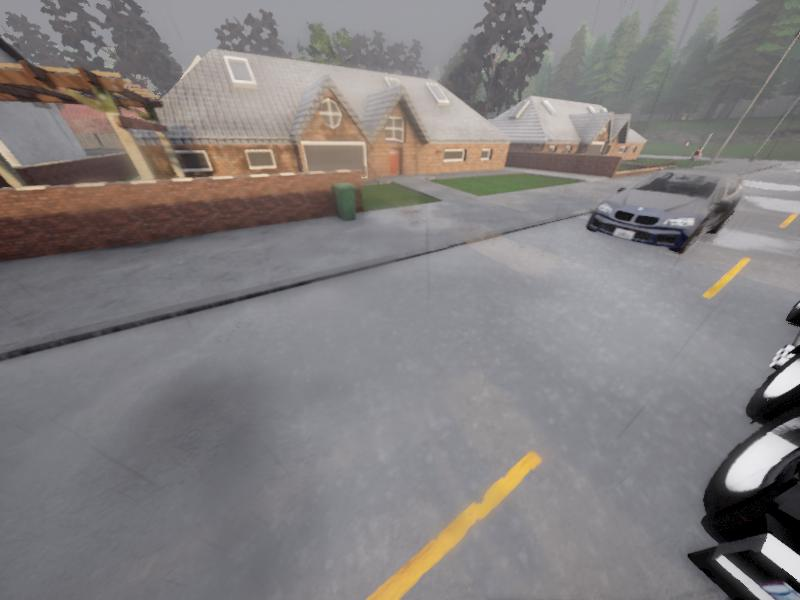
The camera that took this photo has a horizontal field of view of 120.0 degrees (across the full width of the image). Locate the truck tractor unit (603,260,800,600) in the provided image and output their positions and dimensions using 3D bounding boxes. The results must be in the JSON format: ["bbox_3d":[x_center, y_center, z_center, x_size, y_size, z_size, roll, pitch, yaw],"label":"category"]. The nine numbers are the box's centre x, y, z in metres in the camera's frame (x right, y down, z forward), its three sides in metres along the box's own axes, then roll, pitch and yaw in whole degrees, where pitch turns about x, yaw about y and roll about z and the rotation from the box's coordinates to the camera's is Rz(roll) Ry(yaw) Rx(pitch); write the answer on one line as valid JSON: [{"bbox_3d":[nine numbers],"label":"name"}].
[{"bbox_3d":[5.106,-0.304,0.799,6.516,4.208,3.053,-18,39,-25],"label":"truck tractor unit"}]

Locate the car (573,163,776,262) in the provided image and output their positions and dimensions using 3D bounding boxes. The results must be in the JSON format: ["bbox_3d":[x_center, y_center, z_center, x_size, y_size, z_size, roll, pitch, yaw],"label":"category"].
[{"bbox_3d":[7.730,-2.770,6.610,4.611,1.667,2.242,-18,39,-25],"label":"car"}]

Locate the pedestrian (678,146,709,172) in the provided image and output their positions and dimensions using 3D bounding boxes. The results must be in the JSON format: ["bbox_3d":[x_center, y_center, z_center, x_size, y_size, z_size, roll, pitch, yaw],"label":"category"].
[{"bbox_3d":[25.236,-12.146,19.877,0.751,1.860,0.751,-19,39,-25],"label":"pedestrian"}]
